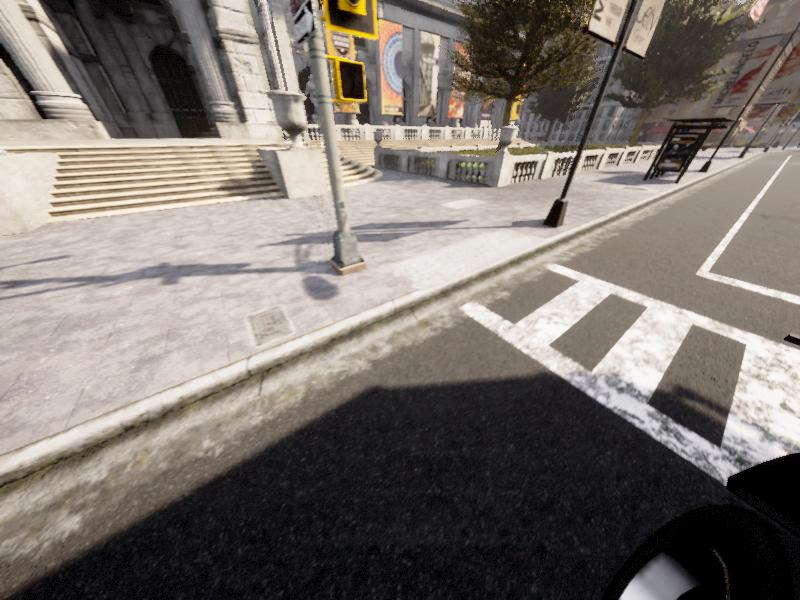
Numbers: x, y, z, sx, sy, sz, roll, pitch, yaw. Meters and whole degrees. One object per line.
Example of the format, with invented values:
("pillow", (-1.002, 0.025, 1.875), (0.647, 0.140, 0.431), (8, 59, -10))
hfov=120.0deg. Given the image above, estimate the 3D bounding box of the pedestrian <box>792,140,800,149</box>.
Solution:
("pedestrian", (68.418, -26.698, 39.230), (0.751, 1.860, 0.751), (-3, 35, -4))
